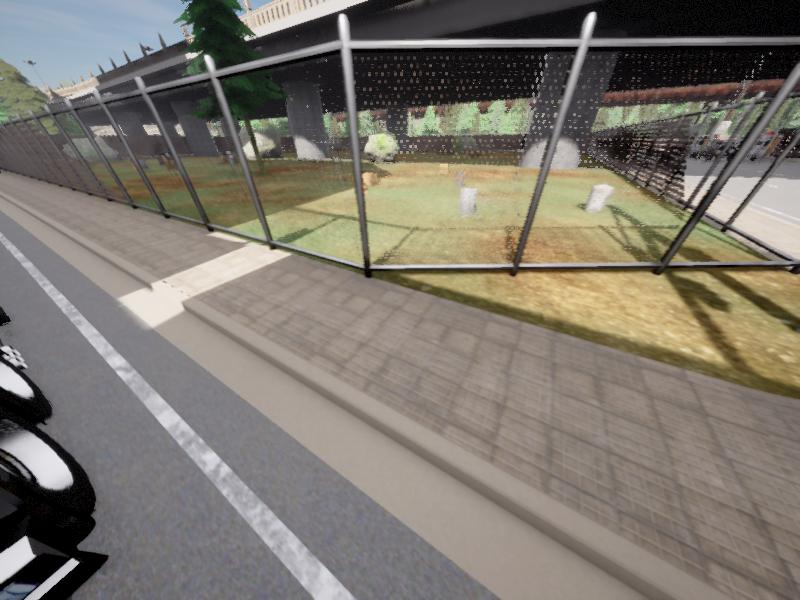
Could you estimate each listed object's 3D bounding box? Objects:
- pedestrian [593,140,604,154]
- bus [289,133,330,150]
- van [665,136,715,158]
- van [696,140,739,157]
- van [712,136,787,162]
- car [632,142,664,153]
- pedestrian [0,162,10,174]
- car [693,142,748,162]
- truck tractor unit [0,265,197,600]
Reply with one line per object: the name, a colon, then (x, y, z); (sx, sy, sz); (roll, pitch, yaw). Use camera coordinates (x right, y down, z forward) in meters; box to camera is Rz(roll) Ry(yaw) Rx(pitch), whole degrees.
pedestrian: (32.621, -25.091, 37.972); (0.751, 1.860, 0.751); (18, 39, 25)
bus: (-28.043, -49.405, 72.080); (10.273, 4.253, 3.944); (-22, 40, -28)
van: (42.642, -22.739, 34.259); (2.351, 2.431, 6.366); (18, 38, 24)
van: (46.315, -22.222, 33.851); (1.775, 1.987, 4.442); (18, 39, 24)
van: (42.720, -18.810, 28.583); (2.351, 2.431, 6.366); (18, 39, 24)
car: (49.070, -30.271, 45.839); (1.851, 1.617, 3.988); (-3, 35, -3)
pedestrian: (-33.718, -11.411, 18.987); (0.751, 1.860, 0.751); (16, 38, 22)
car: (37.741, -17.620, 27.405); (1.932, 1.855, 4.605); (18, 38, 24)
truck tractor unit: (-5.118, -0.292, 0.783); (6.516, 4.208, 3.053); (18, 39, 24)
